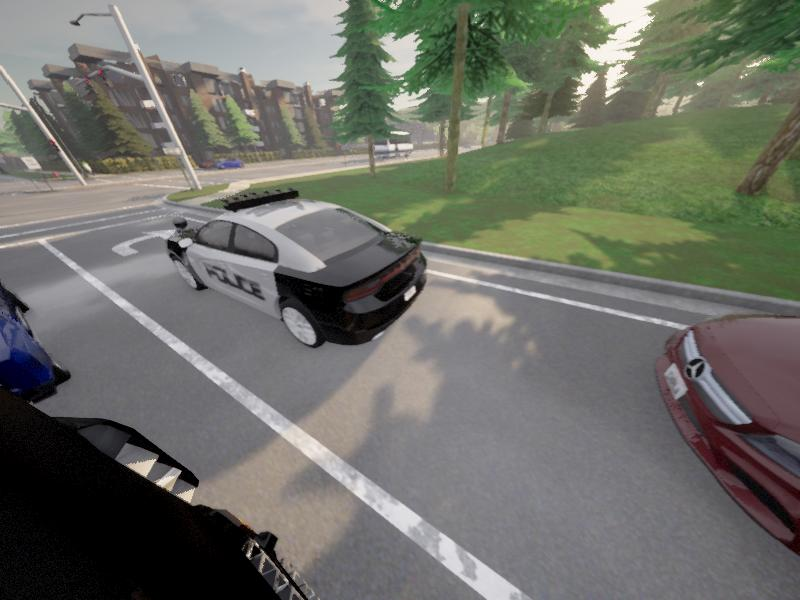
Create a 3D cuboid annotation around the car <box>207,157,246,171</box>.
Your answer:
[{"bbox_3d":[-26.372,-20.860,35.340,1.816,1.474,4.193,16,38,25],"label":"car"}]

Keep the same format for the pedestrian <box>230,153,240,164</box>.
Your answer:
[{"bbox_3d":[-31.849,-27.296,44.631,0.751,1.860,0.751,17,38,26],"label":"pedestrian"}]

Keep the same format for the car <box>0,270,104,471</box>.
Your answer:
[{"bbox_3d":[-5.579,0.454,2.367,4.718,1.301,1.895,16,38,26],"label":"car"}]

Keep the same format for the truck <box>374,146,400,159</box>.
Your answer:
[{"bbox_3d":[-2.715,-31.975,49.866,2.390,2.098,6.274,16,38,25],"label":"truck"}]

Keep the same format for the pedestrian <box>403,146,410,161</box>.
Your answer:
[{"bbox_3d":[0.933,-22.233,34.971,0.751,1.860,0.751,17,38,26],"label":"pedestrian"}]

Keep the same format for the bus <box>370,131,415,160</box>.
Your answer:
[{"bbox_3d":[-1.116,-30.724,45.963,3.944,4.253,10.273,16,38,25],"label":"bus"}]

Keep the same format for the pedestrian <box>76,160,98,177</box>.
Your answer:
[{"bbox_3d":[-39.954,-16.820,29.491,0.751,1.860,0.751,13,37,21],"label":"pedestrian"}]

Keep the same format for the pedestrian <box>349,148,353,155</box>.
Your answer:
[{"bbox_3d":[-14.579,-44.363,69.009,0.751,1.860,0.751,16,38,25],"label":"pedestrian"}]

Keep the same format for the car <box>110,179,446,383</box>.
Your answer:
[{"bbox_3d":[-2.120,-0.922,3.890,5.238,1.638,1.930,16,38,26],"label":"car"}]

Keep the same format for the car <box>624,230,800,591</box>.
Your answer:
[{"bbox_3d":[4.247,1.043,0.731,4.674,1.442,1.812,16,38,26],"label":"car"}]

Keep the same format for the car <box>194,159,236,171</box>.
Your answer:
[{"bbox_3d":[-29.424,-21.646,36.869,1.895,1.301,4.718,16,38,25],"label":"car"}]
